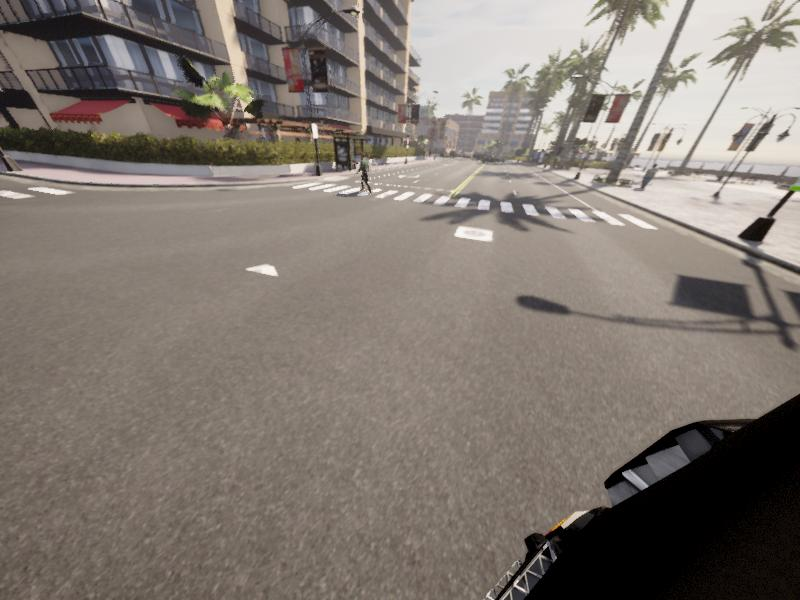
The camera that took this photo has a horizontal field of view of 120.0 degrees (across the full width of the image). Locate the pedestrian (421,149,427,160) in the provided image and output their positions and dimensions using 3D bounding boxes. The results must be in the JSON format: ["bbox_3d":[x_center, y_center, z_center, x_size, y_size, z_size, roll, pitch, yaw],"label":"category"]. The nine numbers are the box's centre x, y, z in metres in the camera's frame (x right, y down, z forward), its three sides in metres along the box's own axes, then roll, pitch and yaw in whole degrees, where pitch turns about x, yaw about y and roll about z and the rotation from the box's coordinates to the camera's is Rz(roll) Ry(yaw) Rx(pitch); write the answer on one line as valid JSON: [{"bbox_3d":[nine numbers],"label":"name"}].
[{"bbox_3d":[4.627,-27.872,44.266,0.751,1.860,0.751,14,35,16],"label":"pedestrian"}]

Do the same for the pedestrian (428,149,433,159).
[{"bbox_3d":[6.632,-32.001,50.636,0.751,1.860,0.751,12,35,14],"label":"pedestrian"}]

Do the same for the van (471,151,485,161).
[{"bbox_3d":[20.757,-38.447,61.624,1.775,1.987,4.442,0,34,-5],"label":"van"}]

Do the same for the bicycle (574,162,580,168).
[{"bbox_3d":[35.640,-27.265,46.548,0.373,1.024,1.643,13,35,14],"label":"bicycle"}]

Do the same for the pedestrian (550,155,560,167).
[{"bbox_3d":[30.026,-26.885,44.726,0.751,1.860,0.751,9,34,8],"label":"pedestrian"}]

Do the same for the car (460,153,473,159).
[{"bbox_3d":[19.959,-43.553,69.788,1.994,1.385,4.181,-5,34,-12],"label":"car"}]

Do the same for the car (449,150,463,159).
[{"bbox_3d":[16.564,-43.532,68.910,2.150,2.045,5.566,-3,34,-8],"label":"car"}]

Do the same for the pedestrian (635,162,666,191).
[{"bbox_3d":[18.662,-9.229,17.278,0.751,1.860,0.751,23,38,27],"label":"pedestrian"}]

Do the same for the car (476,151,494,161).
[{"bbox_3d":[24.035,-41.032,65.719,2.150,2.045,5.566,-3,34,-8],"label":"car"}]

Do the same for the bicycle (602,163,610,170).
[{"bbox_3d":[40.390,-26.190,45.293,0.373,1.024,1.643,13,35,14],"label":"bicycle"}]

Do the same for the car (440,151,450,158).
[{"bbox_3d":[13.203,-42.635,67.765,1.851,1.617,3.988,0,34,-5],"label":"car"}]

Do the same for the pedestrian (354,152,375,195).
[{"bbox_3d":[-1.793,-6.479,11.848,0.751,1.860,0.751,14,35,16],"label":"pedestrian"}]

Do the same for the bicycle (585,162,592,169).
[{"bbox_3d":[37.541,-26.835,46.046,0.373,1.024,1.643,13,35,14],"label":"bicycle"}]

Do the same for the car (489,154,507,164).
[{"bbox_3d":[24.137,-34.899,57.129,2.152,1.651,5.027,2,34,-2],"label":"car"}]

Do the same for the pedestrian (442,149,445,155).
[{"bbox_3d":[18.234,-61.694,96.220,0.751,1.860,0.751,-21,40,-32],"label":"pedestrian"}]

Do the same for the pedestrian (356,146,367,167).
[{"bbox_3d":[-4.075,-15.205,24.533,0.751,1.860,0.751,12,35,13],"label":"pedestrian"}]

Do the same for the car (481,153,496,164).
[{"bbox_3d":[19.769,-31.710,51.696,2.242,1.667,4.611,7,34,6],"label":"car"}]
